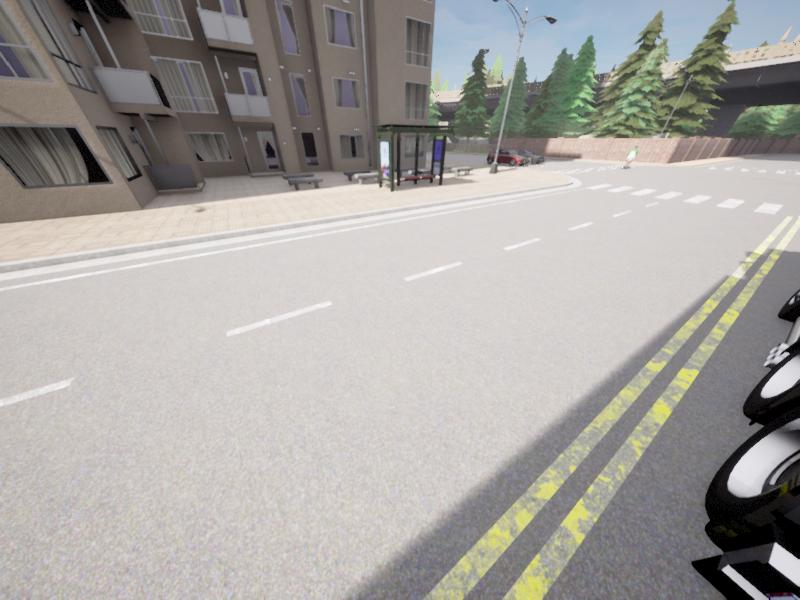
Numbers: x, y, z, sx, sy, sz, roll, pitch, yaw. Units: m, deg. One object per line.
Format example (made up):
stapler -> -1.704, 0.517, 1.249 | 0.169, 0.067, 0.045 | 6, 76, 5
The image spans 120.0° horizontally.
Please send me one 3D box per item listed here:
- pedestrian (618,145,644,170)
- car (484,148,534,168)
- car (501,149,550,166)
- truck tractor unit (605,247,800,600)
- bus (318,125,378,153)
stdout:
pedestrian -> 20.992, -12.983, 21.018 | 0.751, 1.860, 0.751 | -18, 39, -25
car -> 11.058, -14.713, 23.806 | 1.816, 1.474, 4.193 | -20, 39, -26
car -> 13.806, -15.905, 25.631 | 1.994, 1.385, 4.181 | -20, 40, -27
truck tractor unit -> 5.084, -0.325, 0.827 | 6.516, 4.208, 3.053 | -19, 39, -26
bus -> -9.912, -31.374, 45.131 | 10.273, 4.253, 3.944 | 8, 35, 11
